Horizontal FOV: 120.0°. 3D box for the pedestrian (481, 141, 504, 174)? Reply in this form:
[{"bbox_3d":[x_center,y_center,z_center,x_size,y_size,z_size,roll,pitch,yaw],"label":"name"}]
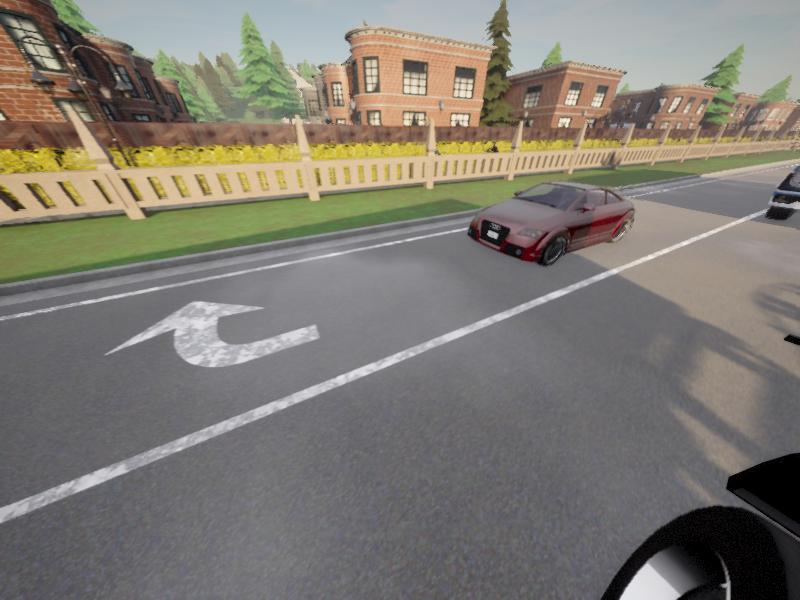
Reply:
[{"bbox_3d":[6.210,-9.560,15.527,0.751,1.860,0.751,-17,38,-22],"label":"pedestrian"}]

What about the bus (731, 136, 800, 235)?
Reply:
[{"bbox_3d":[15.891,-4.544,6.506,10.273,4.253,3.944,-17,38,-22],"label":"bus"}]

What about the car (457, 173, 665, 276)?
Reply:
[{"bbox_3d":[3.809,-2.105,5.684,4.181,1.385,1.994,-17,38,-22],"label":"car"}]

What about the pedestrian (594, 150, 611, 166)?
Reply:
[{"bbox_3d":[17.213,-12.080,19.643,0.500,1.100,0.500,-17,38,-22],"label":"pedestrian"}]

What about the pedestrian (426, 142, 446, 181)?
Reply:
[{"bbox_3d":[2.029,-7.874,13.177,0.751,1.860,0.751,-13,37,-17],"label":"pedestrian"}]
